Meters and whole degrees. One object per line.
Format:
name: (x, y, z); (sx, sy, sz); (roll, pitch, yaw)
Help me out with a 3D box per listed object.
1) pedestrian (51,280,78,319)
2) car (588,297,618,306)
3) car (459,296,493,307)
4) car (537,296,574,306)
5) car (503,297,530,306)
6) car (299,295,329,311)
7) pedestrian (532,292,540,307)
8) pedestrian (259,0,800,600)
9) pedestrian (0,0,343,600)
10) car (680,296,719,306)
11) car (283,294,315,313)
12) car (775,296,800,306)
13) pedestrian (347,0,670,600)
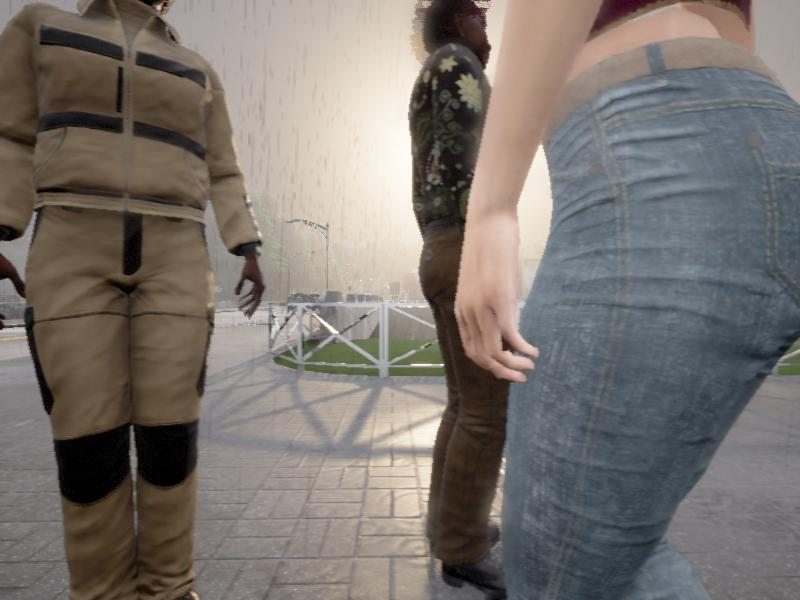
pedestrian: (-16.510, -0.024, 19.693); (0.751, 1.860, 0.751); (0, 0, -7)
car: (32.949, 0.289, 64.896); (3.806, 1.475, 1.970); (0, 0, -1)
car: (12.156, 0.209, 64.518); (5.027, 1.651, 2.152); (0, 0, -1)
car: (25.175, 0.178, 64.755); (5.238, 1.638, 1.930); (0, 0, -1)
car: (18.731, 0.271, 64.637); (3.806, 1.475, 1.970); (0, 0, -1)
car: (-8.667, 0.272, 40.809); (2.038, 1.542, 4.974); (0, 0, -1)
pedestrian: (17.607, -0.054, 51.887); (0.751, 1.860, 0.751); (0, 0, -2)
pedestrian: (0.319, -0.049, 0.532); (0.751, 1.860, 0.751); (0, 0, -39)
pedestrian: (-0.644, -0.081, 0.984); (0.751, 1.860, 0.751); (0, 0, -33)
car: (48.703, 0.135, 65.183); (4.856, 1.649, 2.033); (0, 0, -1)
car: (-8.553, 0.295, 34.210); (1.816, 1.474, 4.193); (0, 0, -1)
car: (64.776, 0.163, 65.476); (5.008, 1.535, 1.882); (0, 0, -1)
pedestrian: (0.228, -0.082, 1.284); (0.751, 1.860, 0.751); (0, 0, -5)
